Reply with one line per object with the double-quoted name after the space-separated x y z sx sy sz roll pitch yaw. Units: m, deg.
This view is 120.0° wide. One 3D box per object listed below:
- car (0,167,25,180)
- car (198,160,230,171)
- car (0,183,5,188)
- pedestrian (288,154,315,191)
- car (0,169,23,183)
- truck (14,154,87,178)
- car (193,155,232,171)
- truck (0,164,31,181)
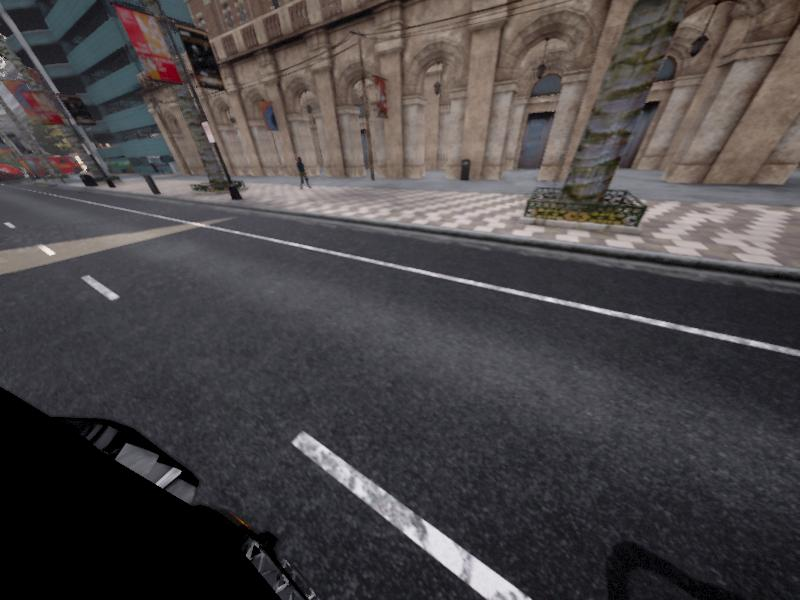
-79.224 -24.958 45.677 2.150 2.045 5.566 -14 35 -16 "car"
-31.098 -22.484 38.647 4.514 1.523 2.007 16 38 25 "car"
-51.155 -14.443 28.201 4.902 1.511 2.128 16 38 25 "car"
-5.951 -7.768 14.087 0.751 1.860 0.751 15 38 25 "pedestrian"
-67.614 -21.070 39.173 2.097 1.767 4.553 -23 39 -27 "car"
-73.301 -28.482 48.908 2.891 3.827 8.468 -9 34 -10 "truck"
-31.165 -22.824 38.455 5.566 2.045 2.435 16 38 25 "car"
-74.539 -23.909 43.350 2.627 2.467 5.204 -14 35 -16 "truck"
